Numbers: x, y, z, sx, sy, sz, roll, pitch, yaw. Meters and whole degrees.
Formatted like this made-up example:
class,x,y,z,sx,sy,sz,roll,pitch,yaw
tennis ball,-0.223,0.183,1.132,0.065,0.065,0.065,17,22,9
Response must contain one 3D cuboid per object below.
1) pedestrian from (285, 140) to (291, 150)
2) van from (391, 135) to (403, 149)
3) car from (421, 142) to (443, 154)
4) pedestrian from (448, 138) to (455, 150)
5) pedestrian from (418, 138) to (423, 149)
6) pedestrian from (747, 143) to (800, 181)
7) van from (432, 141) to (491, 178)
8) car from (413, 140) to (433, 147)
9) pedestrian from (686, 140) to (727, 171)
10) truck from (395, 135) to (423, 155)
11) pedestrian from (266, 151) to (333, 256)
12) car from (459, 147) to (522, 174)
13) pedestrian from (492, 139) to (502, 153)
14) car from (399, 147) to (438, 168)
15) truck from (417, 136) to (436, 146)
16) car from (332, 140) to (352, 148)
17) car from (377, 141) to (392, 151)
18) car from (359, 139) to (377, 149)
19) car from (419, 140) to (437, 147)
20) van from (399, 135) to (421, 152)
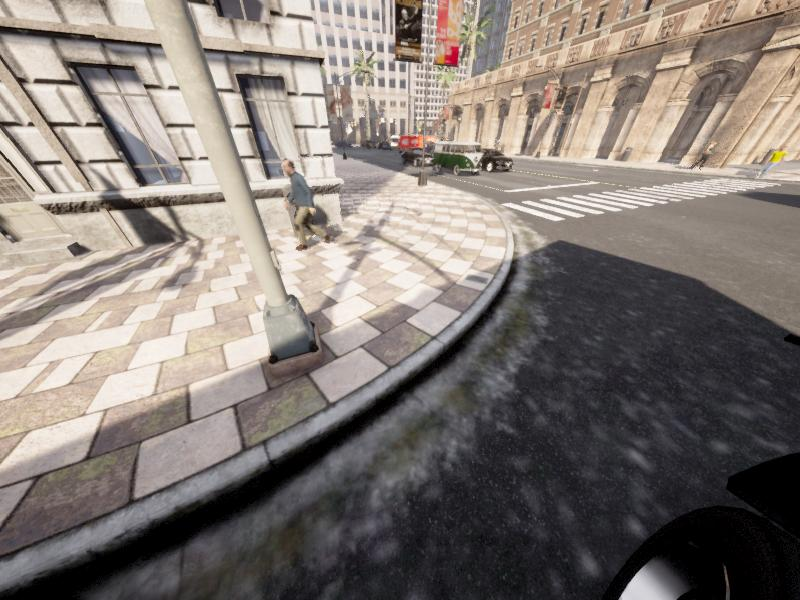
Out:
class,x,y,z,sx,sy,sz,roll,pitch,yaw
pedestrian,-25.186,-34.849,51.873,0.751,1.860,0.751,-12,37,-16
van,-0.647,-36.662,53.700,1.988,2.561,5.915,4,35,6
car,5.189,-24.855,37.820,1.845,1.501,3.633,-13,37,-18
pedestrian,10.190,-30.880,45.742,0.751,1.860,0.751,-14,38,-19
pedestrian,4.484,-34.465,50.867,0.751,1.860,0.751,-23,41,-28
pedestrian,22.008,-8.127,13.640,0.751,1.860,0.751,-14,38,-19
van,4.257,-10.413,16.937,1.775,1.987,4.442,-14,37,-18
car,6.409,-44.392,65.437,5.238,1.638,1.930,-13,37,-18
pedestrian,21.865,-10.344,16.526,0.751,1.860,0.751,-11,37,-15
truck,1.368,-25.299,37.650,2.627,2.467,5.204,-14,37,-18
pedestrian,-2.050,-1.999,4.843,0.751,1.860,0.751,-18,39,-24
car,7.130,-11.494,18.879,1.837,1.490,4.892,-14,37,-18
pedestrian,15.060,-23.944,35.868,0.751,1.860,0.751,-19,39,-25
car,1.623,-13.832,22.276,1.812,1.442,4.674,-14,37,-18
truck,8.303,-49.523,71.986,5.204,2.467,2.627,-13,37,-18
car,-14.991,-40.529,59.969,4.553,1.767,2.097,14,37,19
car,-3.263,-31.480,47.209,1.851,1.617,3.988,-13,37,-18
car,-7.612,-36.867,54.649,1.932,1.855,4.605,-25,42,-31
car,8.349,-46.956,69.201,4.792,1.488,2.163,-13,37,-18
van,1.819,-30.085,44.389,1.988,2.561,5.915,-13,37,-17
